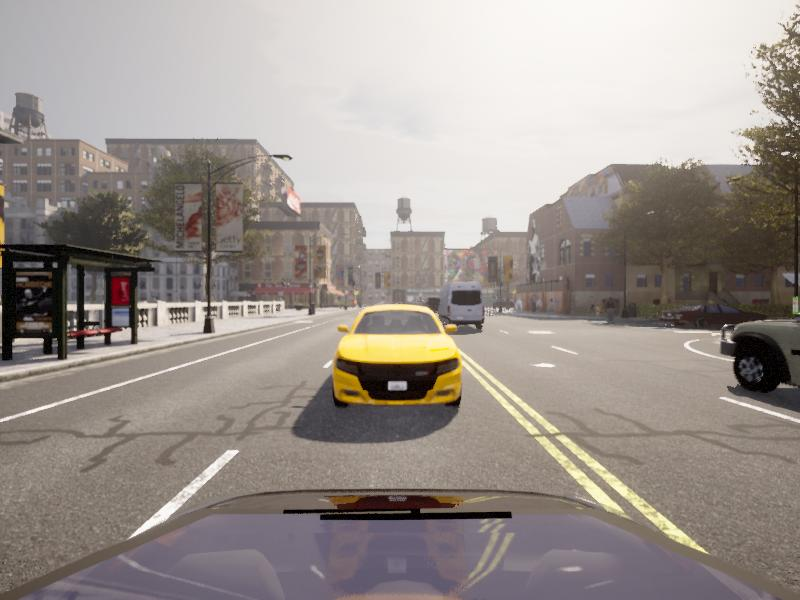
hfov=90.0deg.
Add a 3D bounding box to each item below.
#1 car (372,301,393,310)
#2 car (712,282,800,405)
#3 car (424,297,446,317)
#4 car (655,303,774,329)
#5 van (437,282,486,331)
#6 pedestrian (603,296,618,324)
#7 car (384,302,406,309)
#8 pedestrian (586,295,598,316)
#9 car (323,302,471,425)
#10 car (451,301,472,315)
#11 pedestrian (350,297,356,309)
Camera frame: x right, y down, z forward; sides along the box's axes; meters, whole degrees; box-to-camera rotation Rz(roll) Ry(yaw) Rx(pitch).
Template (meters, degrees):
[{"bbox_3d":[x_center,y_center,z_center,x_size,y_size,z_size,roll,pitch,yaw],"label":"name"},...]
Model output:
[{"bbox_3d":[-3.026,0.882,68.640,2.002,1.452,4.674,0,0,20],"label":"car"},{"bbox_3d":[6.985,0.655,5.406,1.932,1.855,4.605,0,0,0],"label":"car"},{"bbox_3d":[3.428,0.657,39.929,1.905,1.878,3.866,0,0,0],"label":"car"},{"bbox_3d":[18.025,0.901,23.093,5.357,1.411,2.033,0,0,-2],"label":"car"},{"bbox_3d":[3.462,0.329,23.759,1.988,2.561,5.915,0,0,0],"label":"van"},{"bbox_3d":[14.275,0.645,27.127,0.751,1.860,0.751,0,0,18],"label":"pedestrian"},{"bbox_3d":[-0.871,0.959,73.950,1.895,1.301,4.718,0,0,30],"label":"car"},{"bbox_3d":[17.532,0.495,36.525,0.751,1.860,0.751,0,0,0],"label":"pedestrian"},{"bbox_3d":[-0.059,0.825,7.593,1.882,1.535,5.008,0,0,-1],"label":"car"},{"bbox_3d":[6.925,0.867,45.314,1.816,1.474,4.193,0,0,0],"label":"car"},{"bbox_3d":[-7.689,0.503,65.340,0.751,1.860,0.751,0,0,7],"label":"pedestrian"}]
